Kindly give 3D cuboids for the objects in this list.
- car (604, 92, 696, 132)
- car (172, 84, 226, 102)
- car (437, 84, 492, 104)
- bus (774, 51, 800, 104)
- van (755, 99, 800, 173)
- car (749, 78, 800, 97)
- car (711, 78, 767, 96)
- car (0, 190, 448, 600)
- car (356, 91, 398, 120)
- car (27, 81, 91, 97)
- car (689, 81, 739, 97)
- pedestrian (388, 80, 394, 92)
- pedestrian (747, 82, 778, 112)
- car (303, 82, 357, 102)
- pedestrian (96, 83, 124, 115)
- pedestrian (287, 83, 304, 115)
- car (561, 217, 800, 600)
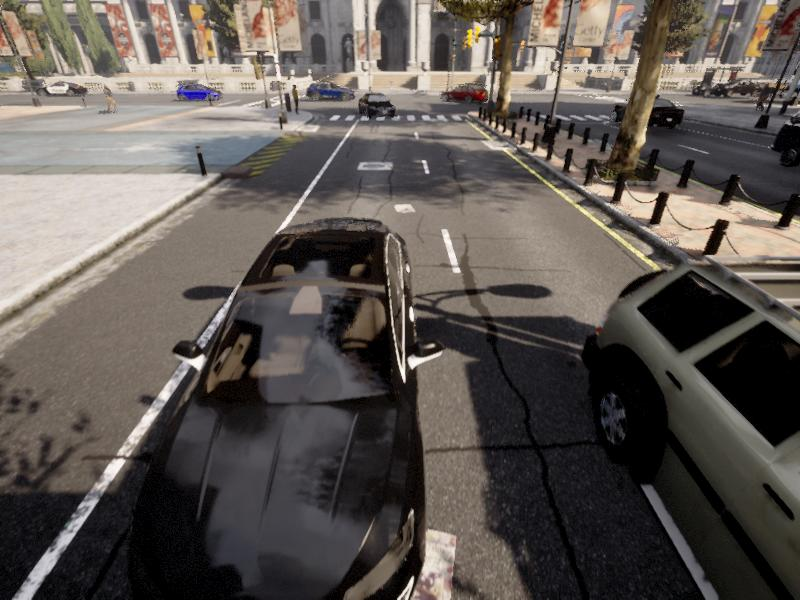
[{"bbox_3d":[14.043,-10.889,22.996,1.930,1.638,5.238,0,30,0],"label":"car"},{"bbox_3d":[-19.917,-20.602,39.784,4.193,1.474,1.816,0,30,0],"label":"car"},{"bbox_3d":[6.139,-19.805,38.405,2.163,1.488,4.792,-25,39,-36],"label":"car"},{"bbox_3d":[41.777,-20.244,36.397,10.273,4.253,3.944,0,30,0],"label":"bus"},{"bbox_3d":[14.159,-4.877,12.323,2.069,2.038,4.480,0,31,0],"label":"van"},{"bbox_3d":[43.497,-24.460,45.964,4.605,1.855,1.932,0,30,0],"label":"car"},{"bbox_3d":[36.250,-22.804,42.844,3.988,1.617,1.851,0,30,0],"label":"car"},{"bbox_3d":[-0.755,0.294,4.019,1.837,1.490,4.892,0,30,0],"label":"car"},{"bbox_3d":[-1.644,-13.477,27.621,1.812,1.442,4.674,-8,31,-14],"label":"car"},{"bbox_3d":[-38.819,-24.105,45.665,4.974,1.542,2.038,-2,30,-3],"label":"car"},{"bbox_3d":[36.025,-24.286,46.028,3.806,1.475,1.970,0,30,0],"label":"car"},{"bbox_3d":[-1.157,-27.138,50.779,0.751,1.300,0.751,1,30,2],"label":"pedestrian"},{"bbox_3d":[25.735,-14.392,28.417,0.751,1.860,0.751,1,30,2],"label":"pedestrian"},{"bbox_3d":[-6.876,-20.702,39.795,4.856,1.649,2.033,0,30,0],"label":"car"},{"bbox_3d":[-19.680,-13.664,27.185,0.751,1.860,0.751,5,31,8],"label":"pedestrian"},{"bbox_3d":[-6.995,-13.515,26.927,0.751,1.860,0.751,-1,30,-1],"label":"pedestrian"},{"bbox_3d":[2.764,1.218,2.058,1.932,1.855,4.605,0,30,0],"label":"car"}]
